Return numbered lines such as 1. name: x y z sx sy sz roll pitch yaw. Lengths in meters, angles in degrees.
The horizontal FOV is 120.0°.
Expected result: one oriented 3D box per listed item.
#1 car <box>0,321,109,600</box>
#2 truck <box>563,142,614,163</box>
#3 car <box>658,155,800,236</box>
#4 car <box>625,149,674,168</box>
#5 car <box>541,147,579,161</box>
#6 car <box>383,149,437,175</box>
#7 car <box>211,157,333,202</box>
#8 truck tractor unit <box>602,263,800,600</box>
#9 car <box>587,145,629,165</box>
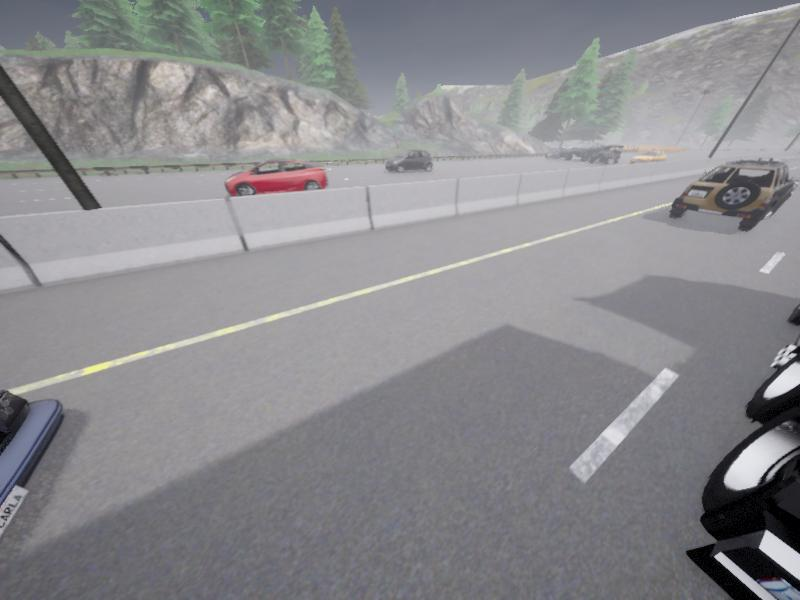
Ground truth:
1. car: -4.830 1.790 0.170 5.357 1.411 2.033 -18 39 -24
2. truck: 25.191 -19.817 30.922 6.274 2.098 2.390 -18 39 -24
3. car: 11.604 -3.759 7.888 4.605 1.855 1.932 -18 39 -24
4. car: 27.662 -15.794 25.613 5.366 1.575 1.801 -18 39 -24
5. car: 23.125 -21.210 33.422 4.902 1.511 2.128 -18 39 -24
6. car: 0.801 -11.563 19.245 3.988 1.617 1.851 -17 38 -23
7. car: -5.770 -5.878 11.074 4.514 1.525 2.007 -12 37 -17
8. truck tractor unit: 5.113 -0.298 0.787 6.516 4.208 3.053 -18 39 -24
9. car: 24.650 -17.249 27.404 3.866 1.878 1.905 -18 39 -24
